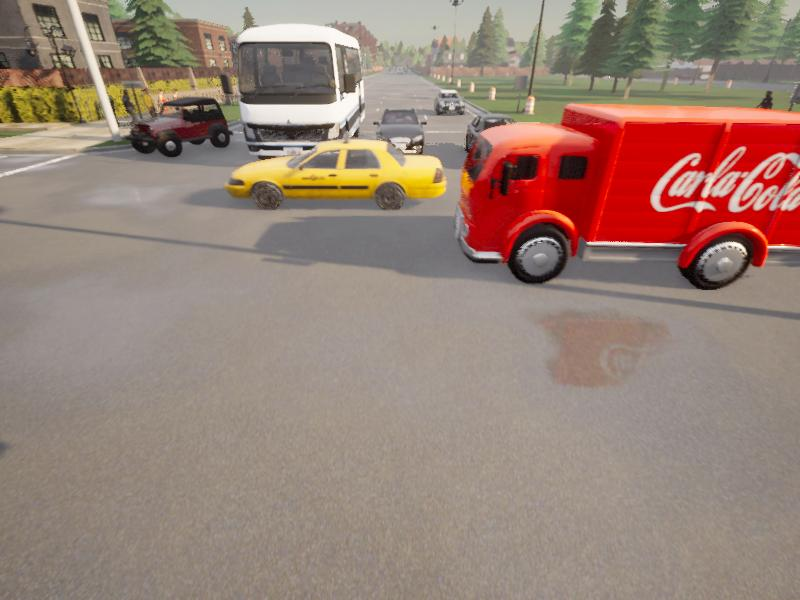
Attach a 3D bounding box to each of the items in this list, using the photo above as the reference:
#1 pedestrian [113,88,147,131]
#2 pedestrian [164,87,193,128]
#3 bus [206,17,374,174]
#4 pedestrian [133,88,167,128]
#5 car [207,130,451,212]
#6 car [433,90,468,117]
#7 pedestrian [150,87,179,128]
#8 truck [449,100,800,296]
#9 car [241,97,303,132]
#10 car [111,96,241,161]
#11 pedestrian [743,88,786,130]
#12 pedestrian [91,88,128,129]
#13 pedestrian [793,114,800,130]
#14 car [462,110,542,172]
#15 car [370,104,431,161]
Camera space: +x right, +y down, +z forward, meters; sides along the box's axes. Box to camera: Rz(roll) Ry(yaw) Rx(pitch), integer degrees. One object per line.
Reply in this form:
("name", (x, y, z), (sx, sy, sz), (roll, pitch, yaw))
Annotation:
("pedestrian", (-13.656, -9.655, 20.264), (0.751, 1.860, 0.751), (21, 36, 32))
("pedestrian", (-11.596, -10.104, 21.030), (0.751, 1.860, 0.751), (-5, 31, -9))
("bus", (-3.379, -8.643, 16.511), (3.944, 4.253, 10.273), (0, 31, 0))
("pedestrian", (-13.035, -10.038, 20.919), (0.751, 1.860, 0.751), (3, 30, 5))
("car", (-1.549, -3.241, 9.947), (5.366, 1.575, 1.801), (0, 30, 1))
("car", (3.495, -14.023, 28.450), (1.970, 1.475, 3.806), (0, 30, 0))
("pedestrian", (-12.326, -10.069, 20.971), (0.751, 1.860, 0.751), (-8, 31, -14))
("truck", (3.627, -1.821, 6.663), (5.204, 2.467, 2.627), (1, 30, 0))
("car", (-7.094, -10.573, 22.666), (1.994, 1.385, 4.181), (1, 31, 2))
("car", (-8.760, -7.025, 16.097), (1.905, 1.878, 3.866), (15, 34, 24))
("pedestrian", (18.555, -9.734, 20.406), (0.751, 1.860, 0.751), (3, 31, 5))
("pedestrian", (-14.923, -9.865, 20.623), (0.751, 1.860, 0.751), (1, 30, 1))
("pedestrian", (20.898, -9.549, 20.091), (0.751, 1.860, 0.751), (2, 30, 4))
("car", (3.502, -5.923, 14.631), (1.816, 1.474, 4.193), (0, 30, 0))
("car", (0.002, -7.011, 16.451), (2.128, 1.511, 4.902), (0, 30, 0))
